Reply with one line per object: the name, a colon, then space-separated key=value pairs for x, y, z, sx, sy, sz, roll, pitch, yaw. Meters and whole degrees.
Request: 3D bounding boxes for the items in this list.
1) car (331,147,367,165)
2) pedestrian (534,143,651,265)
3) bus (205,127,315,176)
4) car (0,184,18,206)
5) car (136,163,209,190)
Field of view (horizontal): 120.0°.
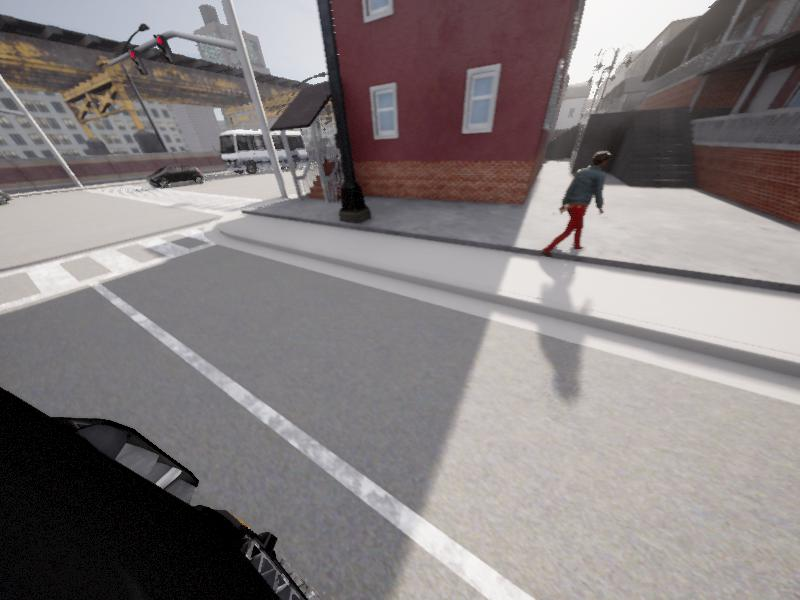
car: x=-7.635 y=-22.027 z=35.325 sx=2.150 sy=2.045 sz=5.566 roll=16 pitch=38 yaw=26
pedestrian: x=3.250 y=-1.669 z=4.133 sx=0.751 sy=1.860 sz=0.751 roll=-6 pitch=34 yaw=-4
bus: x=-16.199 y=-18.164 z=28.277 sx=3.944 sy=4.253 sz=10.273 roll=16 pitch=37 yaw=26
car: x=-27.014 y=-6.249 z=13.878 sx=1.970 sy=1.475 sz=3.806 roll=16 pitch=38 yaw=26
car: x=-18.957 y=-10.456 z=19.445 sx=1.789 sy=1.549 sz=3.705 roll=16 pitch=38 yaw=26
